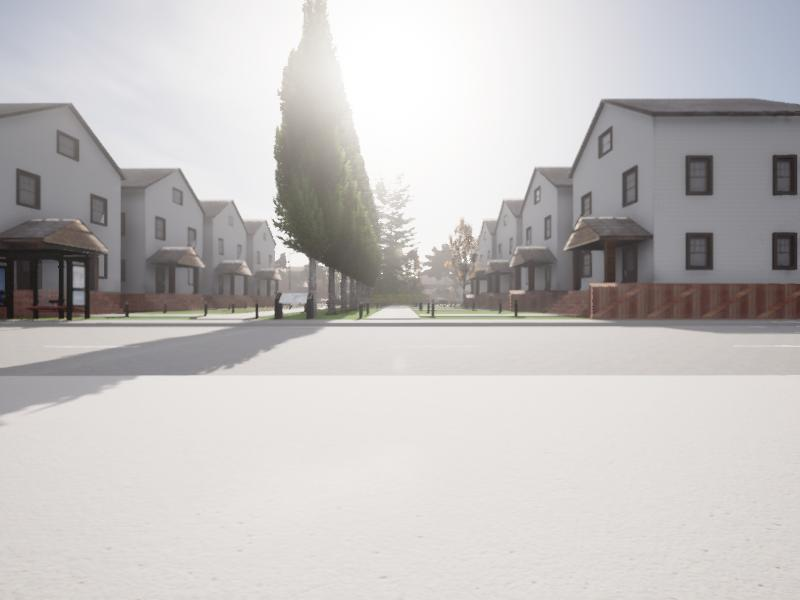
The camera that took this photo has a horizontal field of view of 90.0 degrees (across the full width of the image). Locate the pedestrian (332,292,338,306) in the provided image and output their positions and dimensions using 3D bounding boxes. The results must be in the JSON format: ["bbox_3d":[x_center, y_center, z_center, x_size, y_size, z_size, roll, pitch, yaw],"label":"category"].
[{"bbox_3d":[-8.694,-0.158,53.536,0.751,1.860,0.751,0,0,-8],"label":"pedestrian"}]
